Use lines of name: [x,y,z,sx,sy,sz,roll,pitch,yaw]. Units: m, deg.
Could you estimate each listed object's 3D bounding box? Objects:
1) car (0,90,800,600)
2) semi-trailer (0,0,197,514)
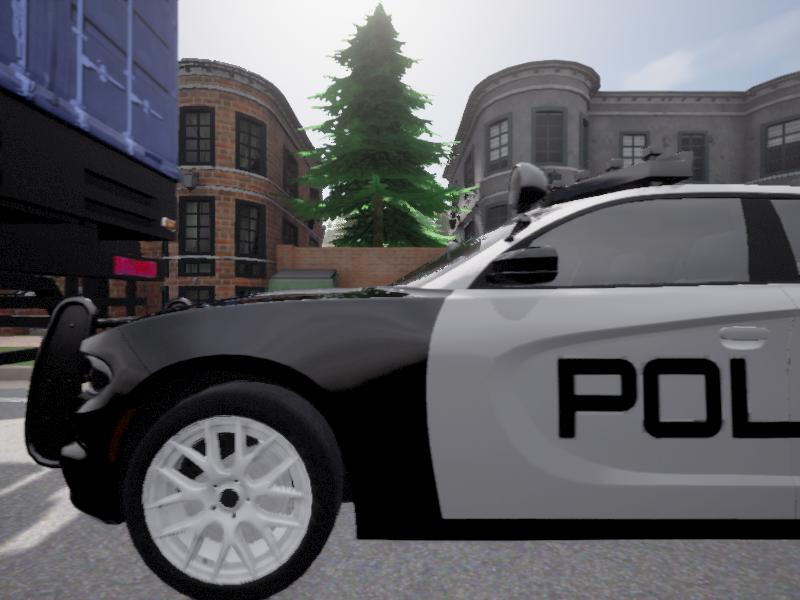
car: [0.950,0.172,2.200,5.238,1.638,1.930,0,0,0]
semi-trailer: [-8.938,-1.230,2.209,14.254,4.402,2.717,0,0,0]
